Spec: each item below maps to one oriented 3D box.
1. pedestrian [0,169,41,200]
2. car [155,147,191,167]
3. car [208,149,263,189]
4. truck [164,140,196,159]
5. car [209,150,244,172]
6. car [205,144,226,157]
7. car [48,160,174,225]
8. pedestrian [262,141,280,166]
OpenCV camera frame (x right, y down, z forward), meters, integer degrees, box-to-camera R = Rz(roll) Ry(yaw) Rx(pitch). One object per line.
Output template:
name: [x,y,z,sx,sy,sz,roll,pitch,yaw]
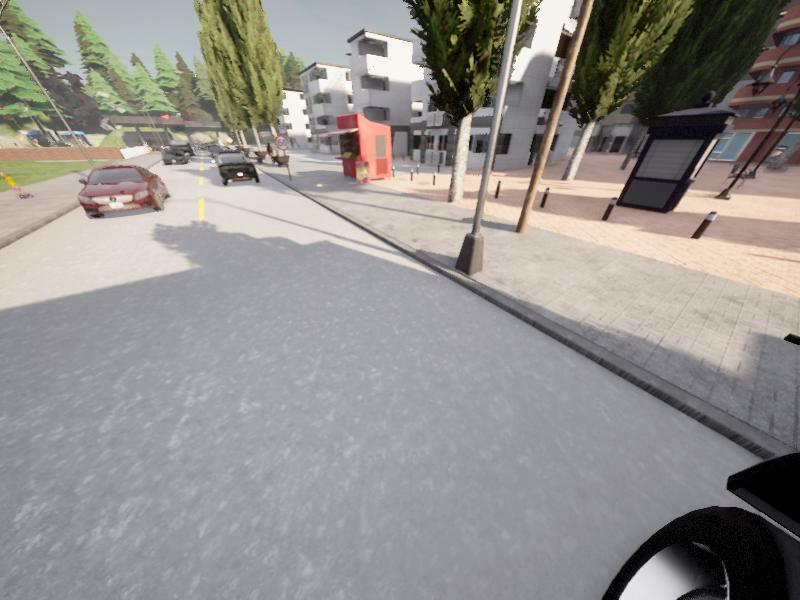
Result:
pedestrian: [-16.157,-4.841,9.722,0.500,1.100,0.500,5,36,7]
car: [-22.848,-14.529,23.410,1.816,1.474,4.193,-22,40,-27]
car: [-10.265,-8.265,14.284,1.930,1.638,5.238,-22,41,-28]
truck: [-31.304,-21.692,33.091,2.390,2.098,6.274,-22,41,-27]
car: [-15.367,-12.331,20.391,1.895,1.301,4.718,-22,41,-28]
car: [-29.193,-23.699,36.535,2.033,1.411,5.357,-22,41,-28]
car: [-10.548,-4.388,8.959,1.812,1.442,4.674,-22,40,-27]
pedestrian: [-11.876,-13.488,21.291,0.751,1.860,0.751,-29,44,-34]
